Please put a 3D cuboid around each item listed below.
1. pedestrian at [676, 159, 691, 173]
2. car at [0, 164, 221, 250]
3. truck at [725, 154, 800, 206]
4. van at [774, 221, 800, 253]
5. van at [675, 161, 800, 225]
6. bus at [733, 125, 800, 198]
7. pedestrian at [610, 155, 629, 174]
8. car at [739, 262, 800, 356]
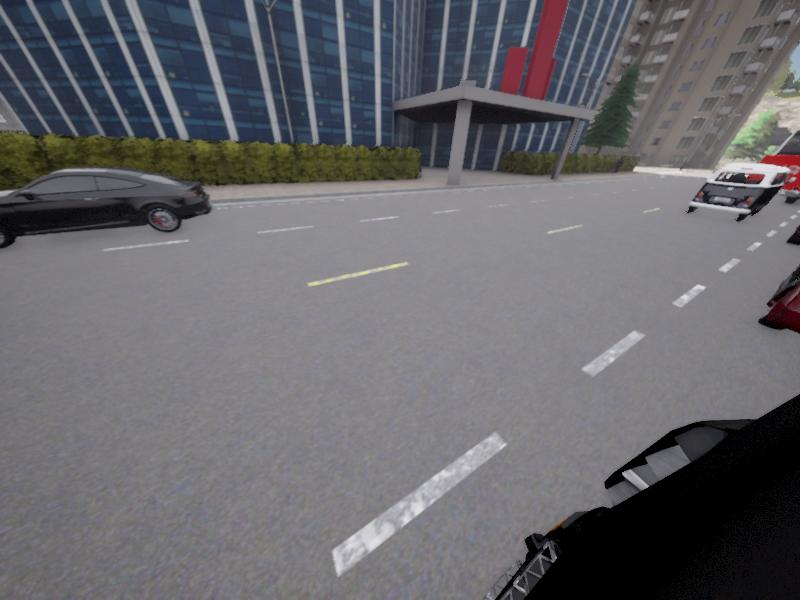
[{"bbox_3d":[46.503,-21.998,37.919,0.751,1.860,0.751,-22,41,-32],"label":"pedestrian"},{"bbox_3d":[-7.613,-2.489,5.788,4.674,1.442,1.812,-17,38,-26],"label":"car"},{"bbox_3d":[24.451,-7.798,14.785,5.204,2.467,2.627,-16,38,-26],"label":"truck"},{"bbox_3d":[14.300,-2.774,6.599,5.915,2.561,1.988,-14,37,-23],"label":"van"},{"bbox_3d":[15.090,-4.882,10.243,4.480,2.038,2.069,-16,38,-25],"label":"van"},{"bbox_3d":[32.725,-11.030,18.521,10.273,4.253,3.944,-16,38,-26],"label":"bus"},{"bbox_3d":[25.773,-15.881,27.151,0.751,1.860,0.751,-17,38,-26],"label":"pedestrian"},{"bbox_3d":[7.421,-0.113,3.252,4.181,1.385,1.994,-16,38,-25],"label":"car"}]
